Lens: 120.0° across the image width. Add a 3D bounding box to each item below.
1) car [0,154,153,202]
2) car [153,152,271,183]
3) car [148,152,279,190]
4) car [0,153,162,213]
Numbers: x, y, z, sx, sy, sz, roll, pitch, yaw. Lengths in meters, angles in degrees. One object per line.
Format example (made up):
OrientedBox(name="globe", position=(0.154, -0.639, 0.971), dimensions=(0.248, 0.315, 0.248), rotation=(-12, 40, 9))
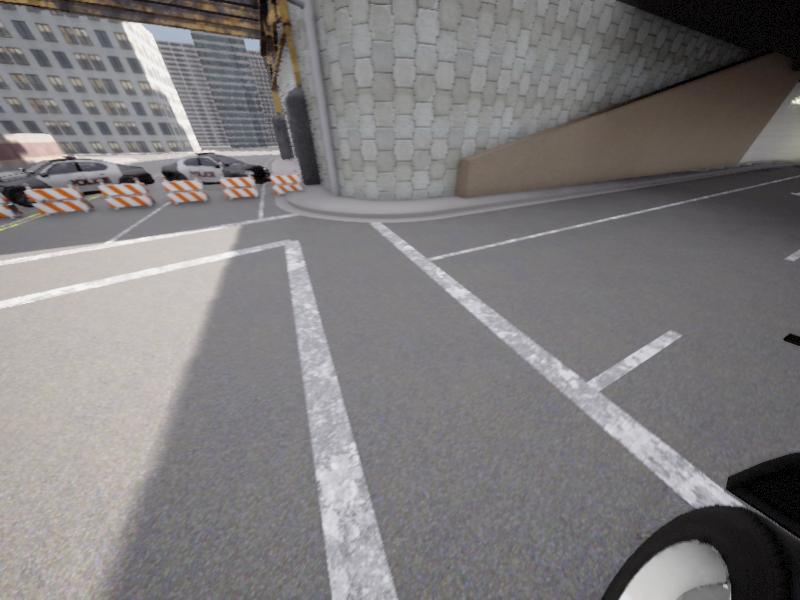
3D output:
OrientedBox(name="car", position=(-14.120, -5.344, 9.802), dimensions=(1.853, 1.218, 4.536), rotation=(18, 39, 23))
OrientedBox(name="car", position=(-9.641, -7.032, 12.164), dimensions=(4.536, 1.218, 1.853), rotation=(2, 35, 3))
OrientedBox(name="car", position=(-9.589, -6.902, 12.252), dimensions=(4.974, 1.542, 2.038), rotation=(2, 35, 3))
OrientedBox(name="car", position=(-14.144, -5.189, 9.856), dimensions=(2.038, 1.542, 4.974), rotation=(18, 39, 23))
